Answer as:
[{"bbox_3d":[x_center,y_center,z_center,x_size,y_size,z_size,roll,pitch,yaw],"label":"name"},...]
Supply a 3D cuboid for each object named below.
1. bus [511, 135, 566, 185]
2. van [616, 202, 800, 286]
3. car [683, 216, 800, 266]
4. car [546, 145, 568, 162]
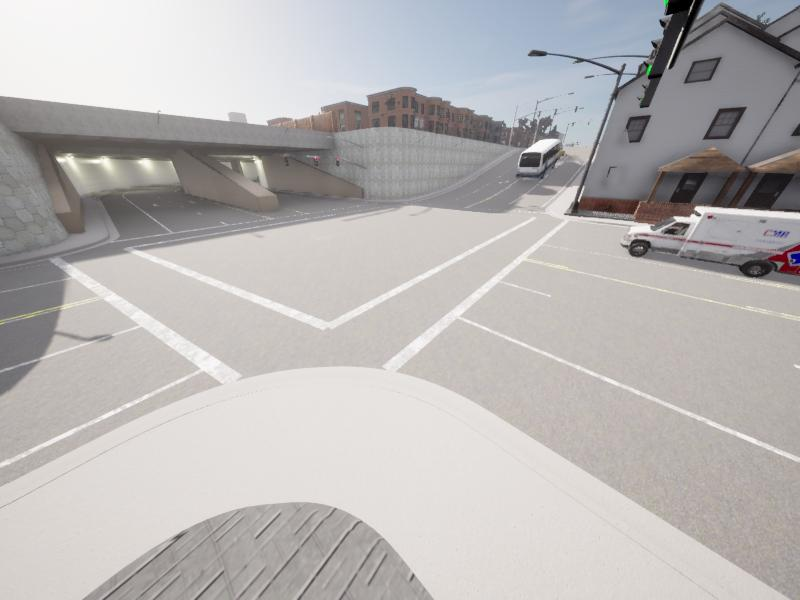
[{"bbox_3d":[21.842,-22.115,36.340,3.944,4.253,10.273,24,51,34],"label":"bus"},{"bbox_3d":[14.908,-2.901,10.908,6.366,2.431,2.351,24,38,35],"label":"van"},{"bbox_3d":[18.599,-3.250,12.332,3.988,1.617,1.851,24,38,35],"label":"car"},{"bbox_3d":[28.967,-27.085,42.659,1.801,1.575,5.366,24,51,34],"label":"car"}]
